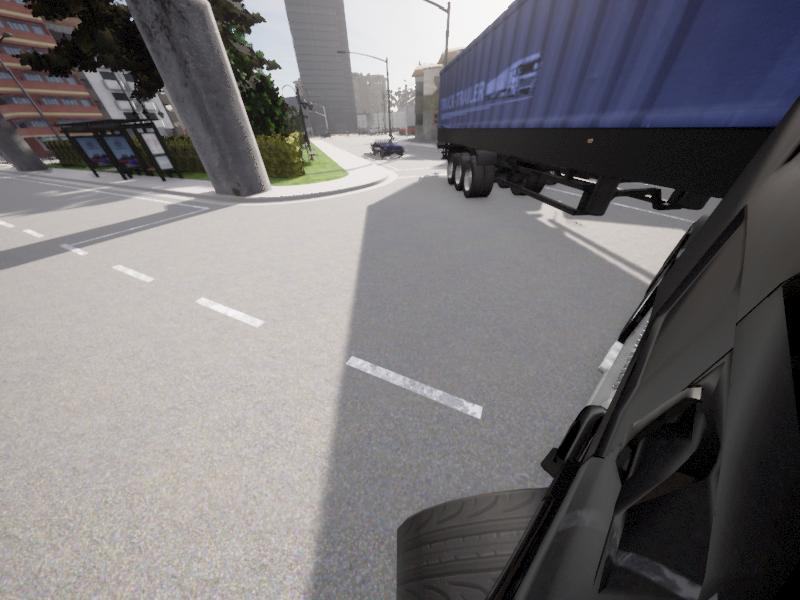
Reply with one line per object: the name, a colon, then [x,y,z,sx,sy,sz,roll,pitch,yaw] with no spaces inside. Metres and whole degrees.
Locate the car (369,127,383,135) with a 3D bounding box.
car: [-8.475,-59.185,80.680,2.150,2.045,5.566,15,40,22]

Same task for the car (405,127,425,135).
car: [3.940,-45.168,61.796,5.008,1.535,1.882,14,40,21]

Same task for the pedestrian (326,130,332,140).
pedestrian: [-15.944,-37.126,52.008,0.751,1.860,0.751,13,40,19]

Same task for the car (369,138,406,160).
car: [-1.178,-13.372,20.294,1.895,1.301,4.718,-14,39,-15]

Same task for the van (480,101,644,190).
van: [6.413,-7.122,10.579,1.988,2.561,5.915,-12,38,-13]

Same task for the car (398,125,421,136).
car: [2.450,-43.417,59.134,5.566,2.045,2.150,14,40,21]

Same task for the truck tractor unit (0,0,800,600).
truck tractor unit: [2.645,-0.295,0.352,6.516,4.208,3.053,-28,44,-30]

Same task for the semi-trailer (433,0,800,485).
semi-trailer: [3.659,-4.747,6.025,2.717,4.402,14.254,-4,37,-2]

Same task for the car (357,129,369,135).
car: [-12.762,-58.293,80.209,1.816,1.474,4.193,15,40,21]

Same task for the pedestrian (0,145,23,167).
pedestrian: [-41.552,-15.181,24.382,0.751,1.860,0.751,1,37,4]
